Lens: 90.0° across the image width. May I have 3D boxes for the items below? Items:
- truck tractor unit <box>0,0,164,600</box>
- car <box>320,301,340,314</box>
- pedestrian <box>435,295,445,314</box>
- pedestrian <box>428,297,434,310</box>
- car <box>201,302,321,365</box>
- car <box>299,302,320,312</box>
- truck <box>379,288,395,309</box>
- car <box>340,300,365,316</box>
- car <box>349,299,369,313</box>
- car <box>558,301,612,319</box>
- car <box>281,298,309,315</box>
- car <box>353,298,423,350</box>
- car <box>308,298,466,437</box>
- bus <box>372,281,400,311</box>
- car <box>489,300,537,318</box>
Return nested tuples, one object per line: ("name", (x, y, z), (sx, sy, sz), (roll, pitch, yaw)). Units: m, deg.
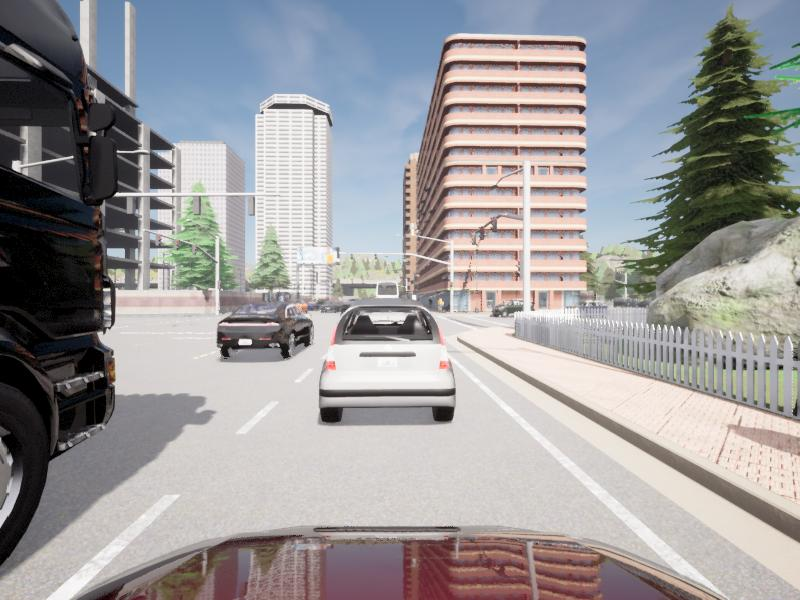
("truck tractor unit", (-3.403, -0.517, 0.105), (3.053, 4.208, 6.516), (0, 0, -3))
("car", (-8.566, 0.844, 49.348), (1.837, 1.490, 4.892), (0, 0, -2))
("pedestrian", (4.085, 0.452, 40.804), (0.751, 1.860, 0.751), (0, 0, -14))
("pedestrian", (4.495, 0.485, 58.687), (0.751, 1.860, 0.751), (0, 0, -3))
("car", (-3.897, 0.834, 12.266), (2.128, 1.511, 4.902), (0, 0, -2))
("car", (-12.223, 0.944, 54.148), (1.895, 1.301, 4.718), (0, 0, -2))
("truck", (-2.466, -0.325, 77.873), (2.891, 3.827, 8.468), (0, 0, -2))
("car", (-5.082, 0.771, 43.399), (1.930, 1.638, 5.238), (0, 0, 2))
("car", (-5.143, 0.756, 51.295), (2.242, 1.667, 4.611), (0, 0, -2))
("car", (15.441, 0.798, 33.417), (3.806, 1.475, 1.970), (0, 0, -22))
("car", (-11.956, 0.694, 45.747), (2.097, 1.767, 4.553), (0, 0, -2))
("car", (-0.422, 0.758, 15.017), (2.242, 1.667, 4.611), (0, 0, -1))
("car", (-0.208, 0.788, 6.688), (1.851, 1.617, 3.988), (0, 0, -2))
("bus", (-2.067, -0.534, 61.354), (3.944, 4.253, 10.273), (0, 0, -2))
("car", (10.037, 0.759, 35.522), (3.705, 1.549, 1.789), (0, 0, -14))
